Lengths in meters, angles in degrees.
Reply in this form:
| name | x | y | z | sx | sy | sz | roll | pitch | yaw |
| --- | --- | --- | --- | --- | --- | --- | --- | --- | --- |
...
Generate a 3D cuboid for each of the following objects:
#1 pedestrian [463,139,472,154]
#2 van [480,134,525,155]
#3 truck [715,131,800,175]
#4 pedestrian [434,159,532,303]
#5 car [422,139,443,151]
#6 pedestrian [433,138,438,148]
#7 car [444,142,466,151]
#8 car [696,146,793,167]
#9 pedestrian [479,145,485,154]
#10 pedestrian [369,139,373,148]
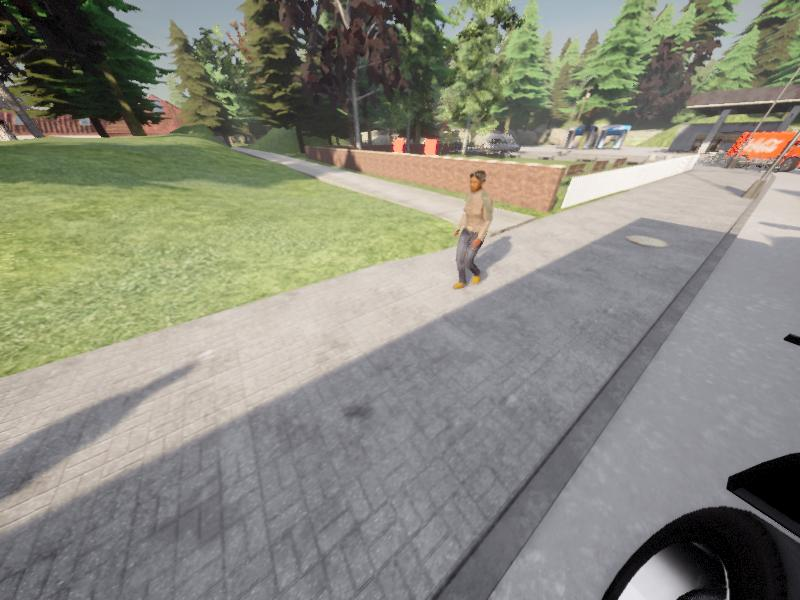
| name | x | y | z | sx | sy | sz | roll | pitch | yaw |
| --- | --- | --- | --- | --- | --- | --- | --- | --- | --- |
| pedestrian | 10.181 | -23.309 | 35.073 | 0.751 | 1.860 | 0.751 | -18 | 39 | -24 |
| van | 15.693 | -24.081 | 35.765 | 1.988 | 2.561 | 5.915 | -22 | 40 | -28 |
| truck | 28.600 | -11.010 | 17.188 | 2.627 | 2.467 | 5.204 | 2 | 35 | -1 |
| pedestrian | 1.124 | -1.015 | 3.506 | 0.751 | 1.860 | 0.751 | -20 | 40 | -25 |
| car | 6.499 | -31.355 | 46.713 | 1.905 | 1.878 | 3.866 | -22 | 40 | -28 |
| pedestrian | 8.319 | -36.382 | 53.636 | 0.751 | 1.860 | 0.751 | 18 | 39 | 24 |
| car | 11.068 | -31.382 | 47.080 | 1.816 | 1.474 | 4.193 | -22 | 40 | -27 |
| car | 31.939 | -13.573 | 21.691 | 1.812 | 1.442 | 4.674 | -8 | 36 | -12 |
| pedestrian | 12.189 | -22.405 | 34.437 | 0.500 | 1.100 | 0.500 | -11 | 37 | -15 |
| pedestrian | -7.234 | -39.052 | 57.536 | 0.751 | 1.860 | 0.751 | -26 | 43 | -32 |
